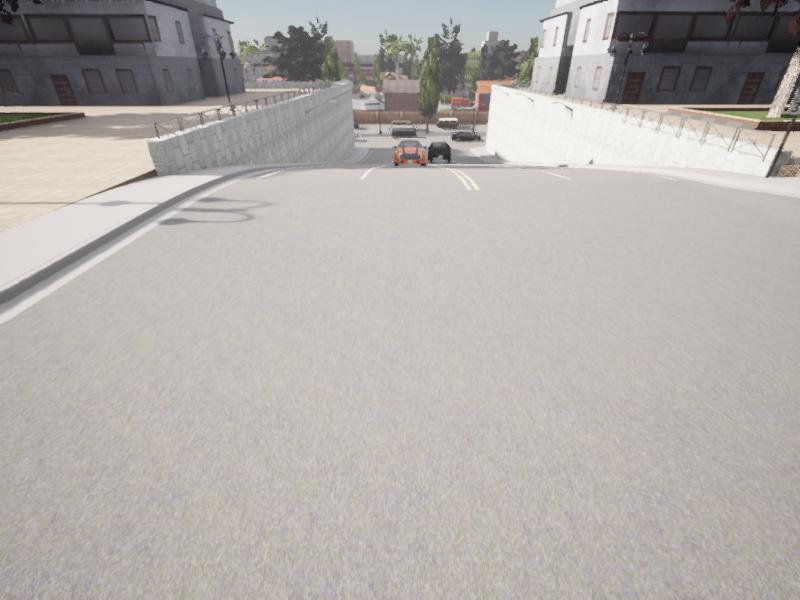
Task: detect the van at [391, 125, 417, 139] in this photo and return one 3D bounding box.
[{"bbox_3d":[0.743,-29.452,70.196,4.442,1.987,1.775,0,30,1],"label":"van"}]

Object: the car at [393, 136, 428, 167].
[{"bbox_3d":[0.667,-9.790,26.543,2.097,1.767,4.553,0,19,1],"label":"car"}]

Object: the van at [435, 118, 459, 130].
[{"bbox_3d":[9.446,-35.243,80.019,4.480,2.038,2.069,0,30,1],"label":"van"}]

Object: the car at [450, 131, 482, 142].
[{"bbox_3d":[11.076,-27.449,67.179,5.008,1.535,1.882,0,30,1],"label":"car"}]

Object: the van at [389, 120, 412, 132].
[{"bbox_3d":[0.145,-33.493,77.108,4.442,1.987,1.775,0,30,1],"label":"van"}]

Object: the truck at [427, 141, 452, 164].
[{"bbox_3d":[4.430,-17.001,45.835,2.390,2.098,6.274,0,23,1],"label":"truck"}]
